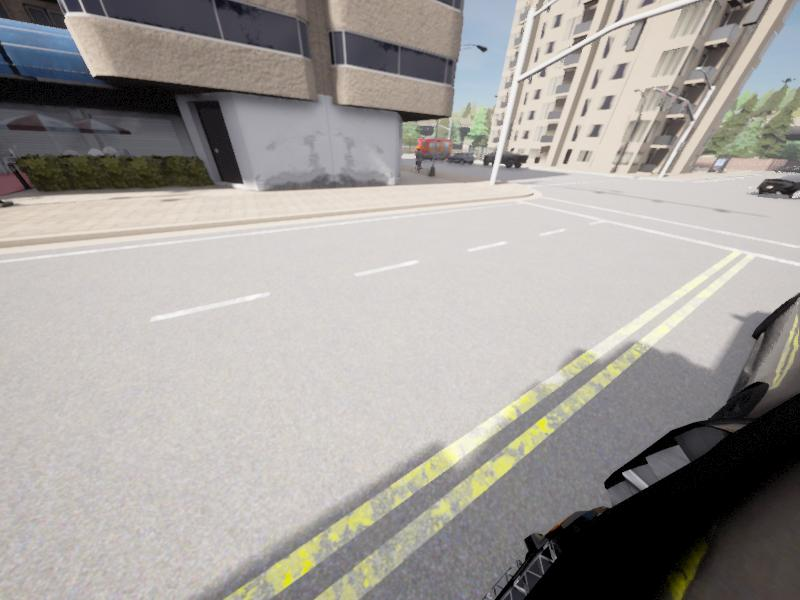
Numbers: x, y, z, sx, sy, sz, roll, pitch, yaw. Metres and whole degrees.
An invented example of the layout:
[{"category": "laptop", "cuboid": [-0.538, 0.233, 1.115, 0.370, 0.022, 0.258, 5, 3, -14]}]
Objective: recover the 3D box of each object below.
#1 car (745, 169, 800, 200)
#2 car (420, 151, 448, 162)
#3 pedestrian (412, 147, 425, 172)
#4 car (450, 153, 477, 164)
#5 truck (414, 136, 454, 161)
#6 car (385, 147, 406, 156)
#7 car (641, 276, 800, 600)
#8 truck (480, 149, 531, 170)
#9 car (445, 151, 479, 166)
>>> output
[{"category": "car", "cuboid": [28.735, -8.029, 16.240, 5.238, 1.638, 1.930, 3, 34, 0]}, {"category": "car", "cuboid": [5.817, -25.102, 40.363, 2.128, 1.511, 4.902, -17, 38, -26]}, {"category": "pedestrian", "cuboid": [1.676, -12.586, 20.774, 0.751, 1.860, 0.751, -16, 38, -25]}, {"category": "car", "cuboid": [10.719, -24.104, 39.318, 1.994, 1.385, 4.181, -16, 38, -26]}, {"category": "truck", "cuboid": [6.344, -29.469, 44.837, 2.891, 3.827, 8.468, -16, 38, -25]}, {"category": "car", "cuboid": [-1.141, -36.105, 56.137, 4.611, 1.667, 2.242, -16, 38, -25]}, {"category": "car", "cuboid": [4.429, 0.715, 1.707, 4.514, 1.525, 2.007, -16, 38, -26]}, {"category": "truck", "cuboid": [14.915, -20.269, 33.208, 2.390, 2.098, 6.274, -17, 38, -26]}, {"category": "car", "cuboid": [9.334, -21.738, 35.463, 2.033, 1.649, 4.856, -17, 38, -26]}]
